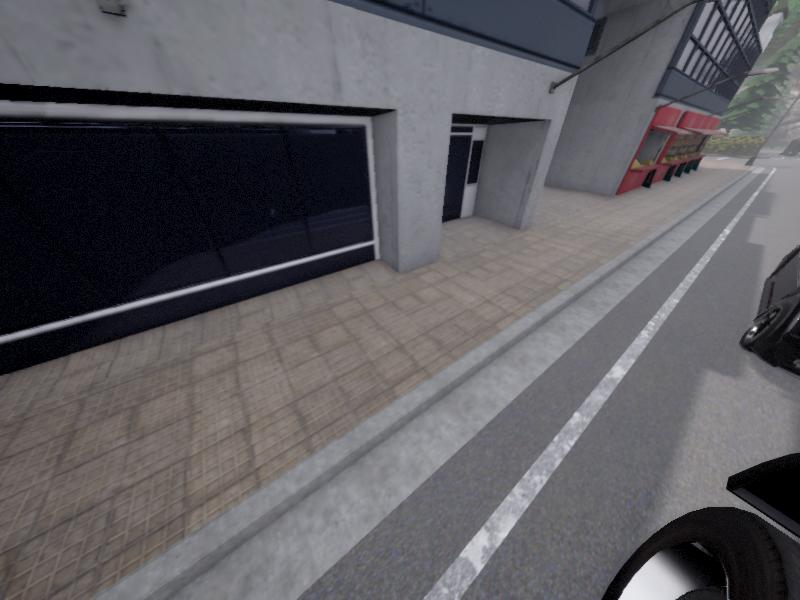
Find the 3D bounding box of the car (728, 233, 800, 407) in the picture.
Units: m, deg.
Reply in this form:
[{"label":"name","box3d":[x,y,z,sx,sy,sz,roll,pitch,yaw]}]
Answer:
[{"label":"car","box3d":[6.076,0.062,2.587,4.181,1.385,1.994,-22,41,-28]}]

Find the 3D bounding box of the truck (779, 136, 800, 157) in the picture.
[{"label":"truck","box3d":[52.172,-19.634,29.536,6.274,2.098,2.390,-30,45,-35]}]
